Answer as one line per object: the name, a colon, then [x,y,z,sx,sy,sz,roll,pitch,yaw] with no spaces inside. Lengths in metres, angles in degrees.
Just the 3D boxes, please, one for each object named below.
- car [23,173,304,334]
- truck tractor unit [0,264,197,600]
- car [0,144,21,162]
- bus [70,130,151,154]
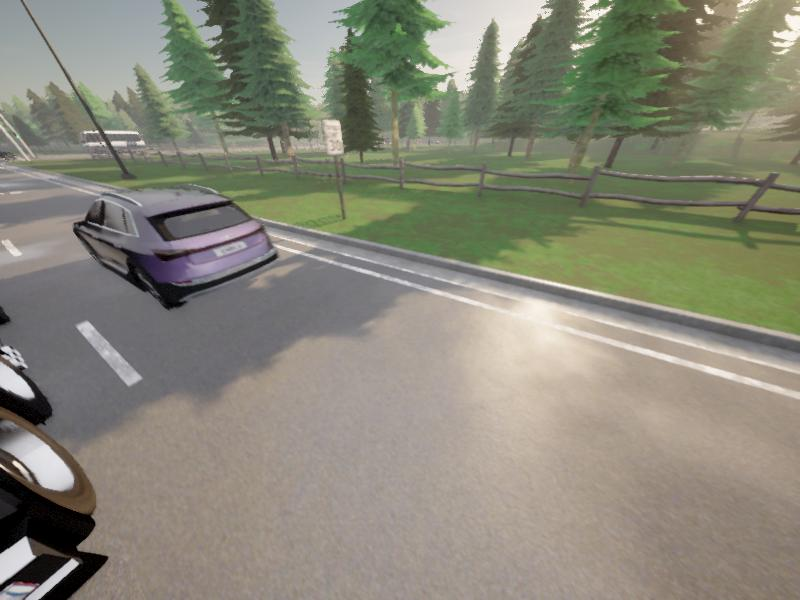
car: [-4.598,-1.369,4.597,4.856,1.649,2.033,18,39,25]
truck tractor unit: [-5.116,-0.294,0.786,6.516,4.208,3.053,18,39,24]
car: [-55.977,-19.646,31.014,2.150,2.045,5.566,-13,37,-15]
bus: [-66.381,-36.587,53.547,3.944,4.253,10.273,17,39,24]
